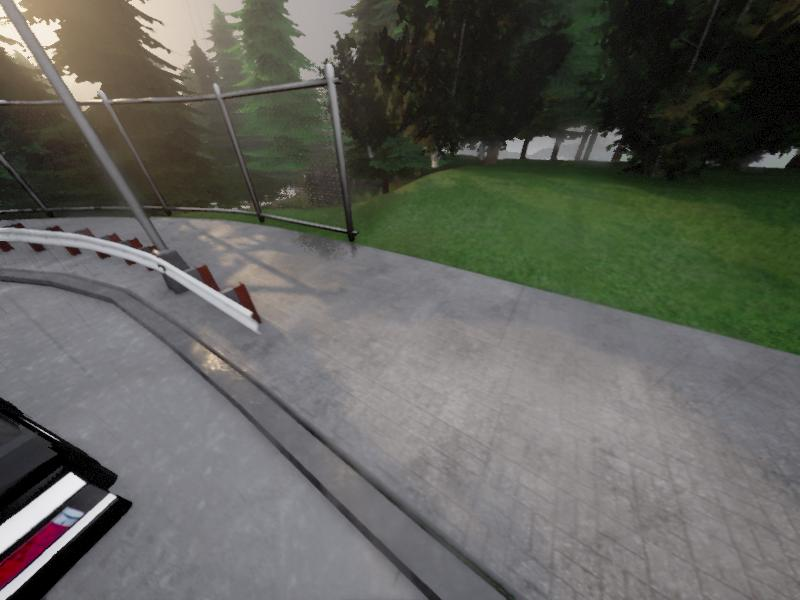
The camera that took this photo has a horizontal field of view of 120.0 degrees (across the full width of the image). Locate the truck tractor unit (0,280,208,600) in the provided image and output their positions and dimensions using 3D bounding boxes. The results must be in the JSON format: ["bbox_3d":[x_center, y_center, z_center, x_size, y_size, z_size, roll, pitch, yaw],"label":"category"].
[{"bbox_3d":[-5.255,-0.121,0.521,6.516,4.208,3.053,12,37,16],"label":"truck tractor unit"}]
